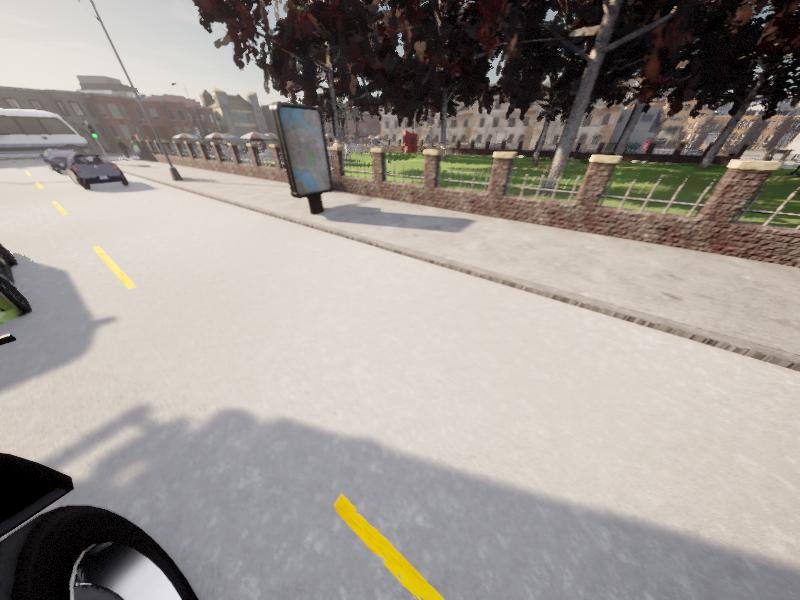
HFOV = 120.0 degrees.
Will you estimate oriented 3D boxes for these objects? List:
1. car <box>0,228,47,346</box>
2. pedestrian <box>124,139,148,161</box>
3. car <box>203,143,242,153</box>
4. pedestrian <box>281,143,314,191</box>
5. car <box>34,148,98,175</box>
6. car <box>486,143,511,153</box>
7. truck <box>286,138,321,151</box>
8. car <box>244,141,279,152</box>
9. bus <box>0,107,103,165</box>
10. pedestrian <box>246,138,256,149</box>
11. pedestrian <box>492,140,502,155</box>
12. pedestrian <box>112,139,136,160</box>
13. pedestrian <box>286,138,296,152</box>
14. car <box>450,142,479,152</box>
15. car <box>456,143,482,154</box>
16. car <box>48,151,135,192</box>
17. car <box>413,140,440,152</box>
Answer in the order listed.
[{"bbox_3d":[-7.418,-0.481,3.205,4.514,1.525,2.007,22,41,28],"label":"car"},{"bbox_3d":[-26.812,-15.279,23.500,0.751,1.860,0.751,23,41,29],"label":"pedestrian"},{"bbox_3d":[-29.447,-25.314,38.438,1.895,1.301,4.718,22,41,28],"label":"car"},{"bbox_3d":[-4.796,-6.241,10.885,0.751,1.860,0.751,22,41,28],"label":"pedestrian"},{"bbox_3d":[-24.683,-10.309,17.068,4.674,1.442,1.812,21,40,27],"label":"car"},{"bbox_3d":[17.848,-27.646,41.951,3.633,1.501,1.845,22,41,28],"label":"car"},{"bbox_3d":[-20.361,-33.080,48.996,2.390,2.098,6.274,22,41,28],"label":"truck"},{"bbox_3d":[-25.628,-28.577,42.890,1.882,1.535,5.008,22,41,28],"label":"car"},{"bbox_3d":[-37.880,-15.697,22.165,3.944,4.253,10.273,22,41,28],"label":"bus"},{"bbox_3d":[-29.763,-31.242,46.131,0.751,1.860,0.751,16,38,21],"label":"pedestrian"},{"bbox_3d":[14.889,-23.379,35.363,0.751,1.860,0.751,26,43,32],"label":"pedestrian"},{"bbox_3d":[-28.549,-15.564,23.889,0.751,1.860,0.751,23,41,29],"label":"pedestrian"},{"bbox_3d":[-18.256,-25.994,38.786,0.751,1.860,0.751,20,40,26],"label":"pedestrian"},{"bbox_3d":[12.548,-29.782,44.951,4.902,1.511,2.128,22,41,28],"label":"car"},{"bbox_3d":[12.297,-27.054,41.110,3.806,1.475,1.970,22,41,28],"label":"car"},{"bbox_3d":[-16.357,-6.936,12.281,3.633,1.501,1.845,22,41,27],"label":"car"},{"bbox_3d":[5.127,-30.152,45.094,4.605,1.855,1.932,22,41,28],"label":"car"}]
